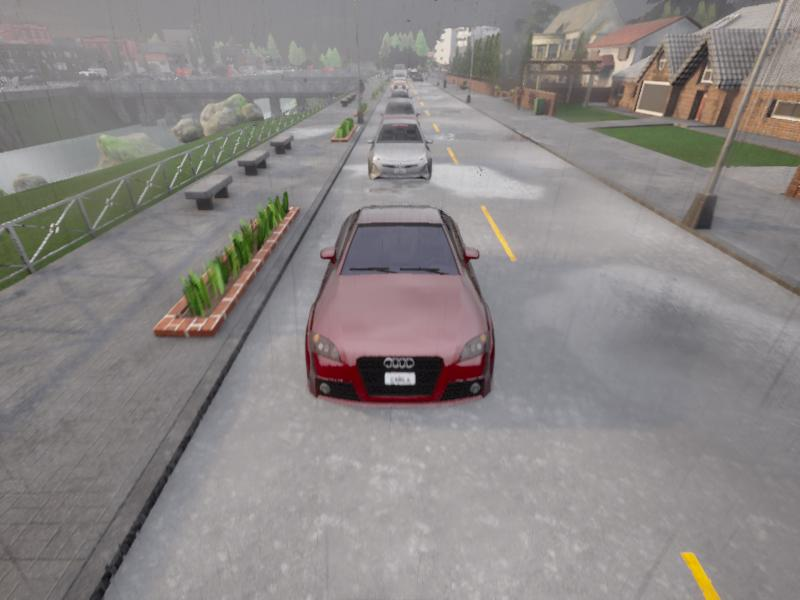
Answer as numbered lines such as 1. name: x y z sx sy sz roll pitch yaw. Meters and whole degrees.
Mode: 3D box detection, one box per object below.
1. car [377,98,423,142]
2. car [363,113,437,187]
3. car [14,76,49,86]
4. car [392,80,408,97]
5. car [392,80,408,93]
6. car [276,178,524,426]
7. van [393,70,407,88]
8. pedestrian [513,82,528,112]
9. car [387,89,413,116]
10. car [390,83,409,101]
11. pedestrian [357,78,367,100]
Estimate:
1. car: -0.003 -9.125 20.077 2.007 1.525 4.514 0 30 0
2. car: -0.002 -5.063 13.135 2.007 1.525 4.514 0 30 0
3. car: -65.693 -39.165 71.428 1.837 1.490 4.892 0 30 0
4. car: -0.009 -25.023 47.231 1.882 1.535 5.008 0 30 0
5. car: -0.005 -28.689 53.663 1.994 1.385 4.181 0 30 0
6. car: -0.001 -0.425 5.367 1.994 1.385 4.181 0 30 0
7. van: -0.012 -37.148 67.060 2.351 2.431 6.366 0 30 0
8. pedestrian: 8.783 -14.844 29.263 0.751 1.860 0.751 5 31 9
9. car: -0.005 -14.474 29.268 1.816 1.474 4.193 0 30 0
10. car: -0.008 -21.378 41.011 1.845 1.501 3.633 0 30 0
11. pedestrian: -3.673 -20.374 38.713 0.751 1.860 0.751 0 30 0
